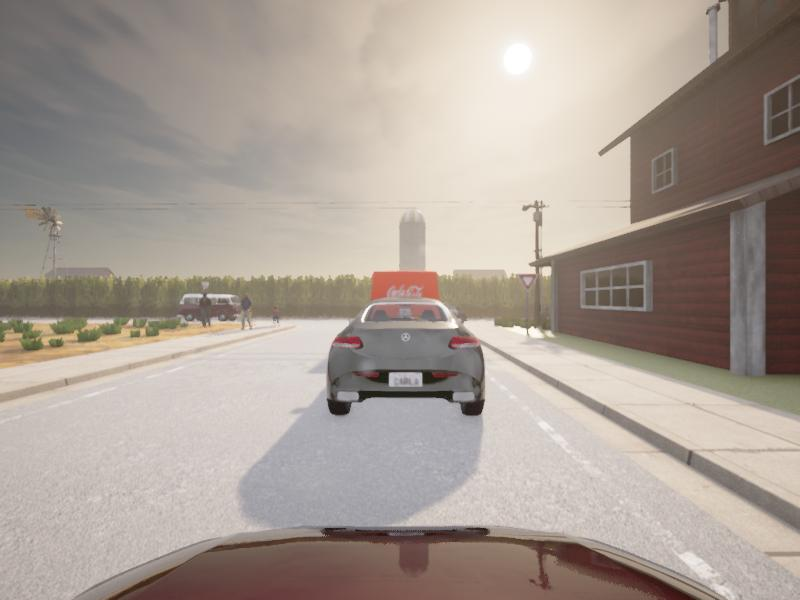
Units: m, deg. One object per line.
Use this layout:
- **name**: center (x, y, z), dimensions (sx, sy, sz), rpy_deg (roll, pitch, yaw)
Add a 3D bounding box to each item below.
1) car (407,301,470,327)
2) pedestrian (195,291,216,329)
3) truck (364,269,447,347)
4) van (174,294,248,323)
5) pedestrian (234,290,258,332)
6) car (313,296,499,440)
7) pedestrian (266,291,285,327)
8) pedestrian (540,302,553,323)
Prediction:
- **car**: center (2.668, 0.826, 26.459), dimensions (2.038, 1.542, 4.974), rpy_deg (0, 0, 34)
- **pedestrian**: center (-9.774, 0.479, 20.105), dimensions (0.751, 1.860, 0.751), rpy_deg (0, 0, -8)
- **truck**: center (0.212, 0.329, 15.275), dimensions (2.627, 2.467, 5.204), rpy_deg (0, -2, 1)
- **van**: center (-13.922, 0.588, 29.650), dimensions (4.480, 2.038, 2.069), rpy_deg (0, 0, 2)
- **pedestrian**: center (-6.963, 0.479, 18.103), dimensions (0.751, 1.860, 0.751), rpy_deg (0, 0, 4)
- **car**: center (0.102, 0.778, 7.125), dimensions (2.152, 1.651, 5.027), rpy_deg (0, 0, 1)
- **pedestrian**: center (-6.488, 0.478, 20.921), dimensions (0.751, 1.860, 0.751), rpy_deg (0, 0, 2)
- **pedestrian**: center (9.277, 0.783, 25.321), dimensions (0.751, 1.300, 0.751), rpy_deg (0, 0, 24)
